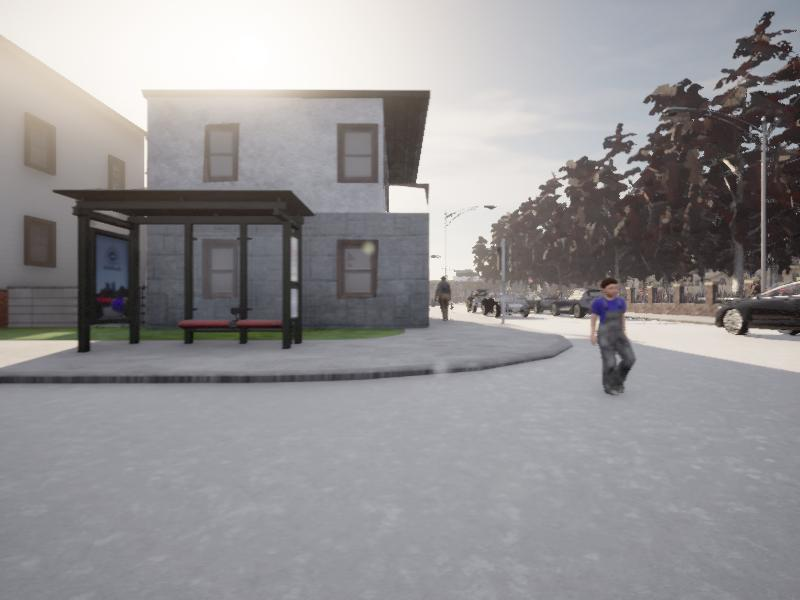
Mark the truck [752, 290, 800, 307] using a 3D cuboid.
[{"bbox_3d":[55.217,-0.276,58.631,2.627,2.467,5.204,0,1,1],"label":"truck"}]

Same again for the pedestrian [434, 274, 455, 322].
[{"bbox_3d":[1.787,-0.075,16.127,0.751,1.860,0.751,0,0,-2],"label":"pedestrian"}]

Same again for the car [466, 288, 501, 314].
[{"bbox_3d":[6.373,0.051,31.013,1.932,1.855,4.605,0,0,2],"label":"car"}]

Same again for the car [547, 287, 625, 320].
[{"bbox_3d":[10.304,0.176,22.711,2.033,1.649,4.856,0,0,-2],"label":"car"}]

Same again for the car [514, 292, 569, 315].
[{"bbox_3d":[10.322,0.234,29.569,2.128,1.511,4.902,0,0,-3],"label":"car"}]

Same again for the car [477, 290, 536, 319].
[{"bbox_3d":[6.114,0.235,23.564,2.128,1.511,4.902,0,0,-1],"label":"car"}]

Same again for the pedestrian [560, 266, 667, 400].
[{"bbox_3d":[2.220,0.317,4.257,0.751,1.300,0.751,0,0,1],"label":"pedestrian"}]

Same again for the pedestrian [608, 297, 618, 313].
[{"bbox_3d":[14.777,0.310,27.768,0.500,1.100,0.500,0,0,20],"label":"pedestrian"}]

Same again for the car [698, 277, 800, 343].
[{"bbox_3d":[10.215,0.231,9.640,2.128,1.511,4.902,0,0,-5],"label":"car"}]

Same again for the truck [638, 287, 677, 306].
[{"bbox_3d":[54.980,-0.718,85.615,2.891,3.827,8.468,0,0,0],"label":"truck"}]

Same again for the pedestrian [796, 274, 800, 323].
[{"bbox_3d":[15.460,-0.070,14.871,0.751,1.860,0.751,0,0,3],"label":"pedestrian"}]

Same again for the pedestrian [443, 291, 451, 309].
[{"bbox_3d":[4.929,0.037,41.976,0.751,1.860,0.751,0,0,7],"label":"pedestrian"}]
